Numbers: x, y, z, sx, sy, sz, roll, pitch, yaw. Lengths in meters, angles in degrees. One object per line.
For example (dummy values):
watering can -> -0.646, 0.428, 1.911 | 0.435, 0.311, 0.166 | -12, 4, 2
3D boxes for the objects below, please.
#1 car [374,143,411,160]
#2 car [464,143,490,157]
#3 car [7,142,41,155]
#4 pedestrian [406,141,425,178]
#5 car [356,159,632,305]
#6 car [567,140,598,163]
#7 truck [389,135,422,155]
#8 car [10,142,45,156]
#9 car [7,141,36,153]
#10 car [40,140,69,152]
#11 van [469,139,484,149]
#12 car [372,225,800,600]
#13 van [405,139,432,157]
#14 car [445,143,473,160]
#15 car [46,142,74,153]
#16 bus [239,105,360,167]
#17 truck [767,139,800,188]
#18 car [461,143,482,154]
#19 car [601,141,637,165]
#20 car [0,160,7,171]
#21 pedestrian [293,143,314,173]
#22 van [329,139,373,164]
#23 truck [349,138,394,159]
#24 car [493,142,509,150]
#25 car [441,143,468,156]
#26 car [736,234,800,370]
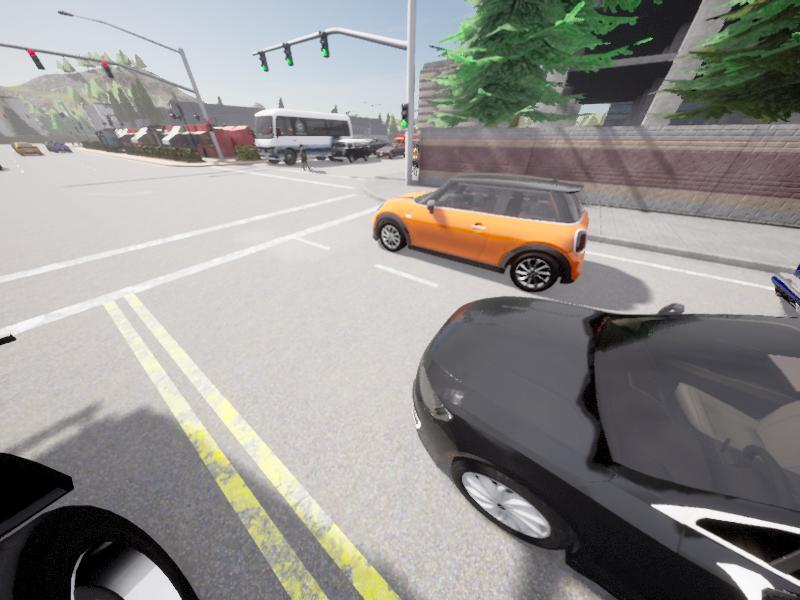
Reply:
car -> -0.853, -19.092, 29.552 | 2.152, 1.651, 5.027 | 22, 40, 28
car -> 11.335, -22.104, 33.980 | 1.882, 1.535, 5.008 | 22, 40, 28
car -> -58.096, -23.501, 35.696 | 4.792, 1.488, 2.163 | 22, 41, 28
pedestrian -> 0.912, -8.483, 13.969 | 0.751, 1.860, 0.751 | 24, 42, 30
car -> 1.527, -1.885, 5.056 | 4.553, 1.767, 2.097 | 22, 41, 28
car -> 19.720, -16.066, 24.908 | 1.905, 1.878, 3.866 | 22, 41, 28
truck -> 0.926, -24.468, 36.463 | 2.627, 2.467, 5.204 | 22, 41, 28
car -> -52.575, -21.305, 32.558 | 5.008, 1.535, 1.882 | 22, 40, 27
car -> -63.702, -25.791, 38.869 | 5.008, 1.535, 1.882 | 22, 41, 28
car -> -61.044, -27.208, 40.821 | 4.856, 1.649, 2.033 | 22, 41, 28
van -> 19.386, -39.625, 58.539 | 1.775, 1.987, 4.442 | 22, 40, 28
car -> 2.377, 1.044, 1.159 | 4.892, 1.490, 1.837 | 22, 41, 28
van -> 2.696, -22.192, 33.664 | 1.775, 1.987, 4.442 | 22, 40, 28
car -> 7.598, -19.019, 29.511 | 1.851, 1.617, 3.988 | 22, 40, 28
car -> -55.693, -24.974, 37.810 | 4.193, 1.474, 1.816 | 22, 41, 28
bus -> -9.321, -16.549, 23.603 | 3.944, 4.253, 10.273 | 22, 40, 28
truck -> 22.667, -6.914, 11.465 | 2.615, 2.467, 5.204 | 22, 41, 28
car -> 12.464, -26.519, 40.408 | 1.994, 1.385, 4.181 | 22, 41, 28
car -> 22.131, -15.090, 23.536 | 1.905, 1.878, 3.866 | 22, 41, 28
car -> -33.594, -11.091, 18.203 | 4.792, 1.488, 2.163 | 22, 41, 28
pedestrian -> -7.099, -10.499, 17.059 | 0.751, 1.860, 0.751 | 22, 41, 28
van -> -5.036, -15.832, 24.530 | 2.069, 2.038, 4.480 | 19, 39, 24
truck -> -3.655, -20.503, 31.127 | 2.390, 2.098, 6.274 | 22, 40, 28
car -> 23.138, -35.434, 53.066 | 2.007, 1.525, 4.514 | 22, 40, 28
car -> 8.489, -23.272, 35.645 | 2.128, 1.511, 4.902 | 22, 40, 27
car -> 7.262, 0.646, 1.925 | 4.718, 1.301, 1.895 | 22, 41, 28
